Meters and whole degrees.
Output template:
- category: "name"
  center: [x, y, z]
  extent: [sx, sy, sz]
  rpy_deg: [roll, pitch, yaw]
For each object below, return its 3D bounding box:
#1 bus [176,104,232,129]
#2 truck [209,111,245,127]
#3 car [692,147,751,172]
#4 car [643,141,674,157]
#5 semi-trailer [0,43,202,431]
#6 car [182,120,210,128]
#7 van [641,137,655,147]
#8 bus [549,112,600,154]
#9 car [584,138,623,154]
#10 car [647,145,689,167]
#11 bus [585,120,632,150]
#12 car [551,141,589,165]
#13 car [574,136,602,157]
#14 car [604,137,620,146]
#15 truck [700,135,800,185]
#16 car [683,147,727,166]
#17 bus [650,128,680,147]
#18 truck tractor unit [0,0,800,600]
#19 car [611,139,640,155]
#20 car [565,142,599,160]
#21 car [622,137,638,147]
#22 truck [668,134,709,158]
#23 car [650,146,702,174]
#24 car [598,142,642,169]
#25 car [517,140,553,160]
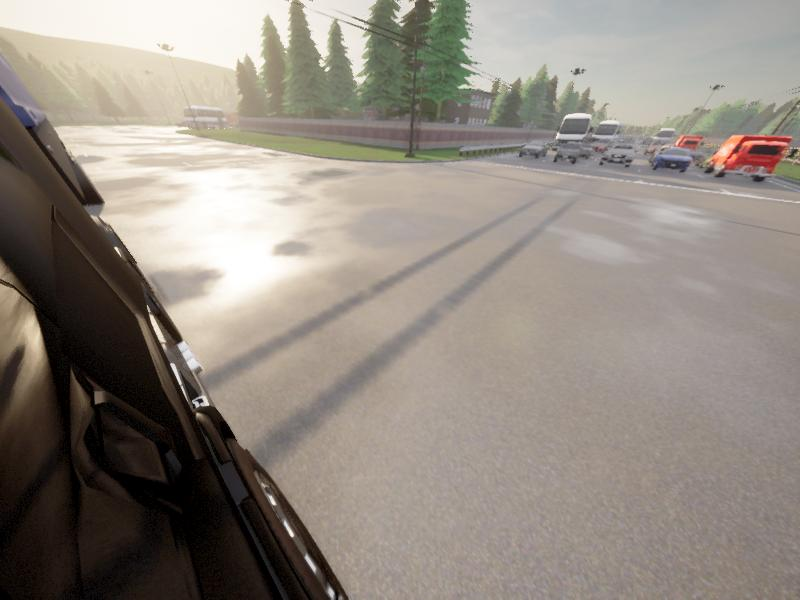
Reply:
- category: "bus"
  center: [-46.716, -44.031, 55.837]
  extent: [3.944, 4.253, 10.273]
  rpy_deg: [4, 37, 2]
- category: "truck"
  center: [-54.809, -57.550, 73.663]
  extent: [2.891, 3.827, 8.468]
  rpy_deg: [14, 39, 15]
- category: "car"
  center: [28.881, -12.810, 20.963]
  extent: [2.007, 1.525, 4.514]
  rpy_deg: [28, 44, 30]
- category: "car"
  center: [36.850, -21.729, 33.115]
  extent: [2.242, 1.667, 4.611]
  rpy_deg: [28, 44, 30]
- category: "semi-trailer"
  center: [-8.695, -3.602, 4.240]
  extent: [14.254, 4.402, 2.717]
  rpy_deg: [28, 44, 30]
- category: "car"
  center: [-50.310, -43.522, 57.219]
  extent: [1.801, 1.575, 5.366]
  rpy_deg: [7, 37, 6]
- category: "van"
  center: [64.030, -40.832, 59.710]
  extent: [1.775, 1.987, 4.442]
  rpy_deg: [28, 44, 30]
- category: "bus"
  center: [25.046, -24.044, 33.338]
  extent: [3.944, 4.253, 10.273]
  rpy_deg: [21, 41, 25]
- category: "car"
  center: [29.011, -21.984, 33.013]
  extent: [4.611, 1.667, 2.242]
  rpy_deg: [-19, 42, -26]
- category: "car"
  center: [26.366, -14.335, 22.885]
  extent: [1.970, 1.475, 3.806]
  rpy_deg: [28, 44, 30]
- category: "bus"
  center: [40.772, -32.182, 45.049]
  extent: [3.944, 4.253, 10.273]
  rpy_deg: [32, 46, 33]
- category: "car"
  center: [15.385, -13.293, 20.822]
  extent: [1.789, 1.549, 3.705]
  rpy_deg: [28, 44, 30]
- category: "car"
  center: [23.315, -19.178, 28.797]
  extent: [1.905, 1.878, 3.866]
  rpy_deg: [19, 41, 21]
- category: "car"
  center: [52.504, -39.240, 57.253]
  extent: [2.152, 1.651, 5.027]
  rpy_deg: [28, 44, 30]
- category: "truck"
  center: [24.306, -9.985, 16.170]
  extent: [2.627, 2.467, 5.204]
  rpy_deg: [28, 44, 30]
- category: "car"
  center: [33.352, -15.872, 25.404]
  extent: [1.994, 1.385, 4.181]
  rpy_deg: [28, 44, 30]
- category: "bus"
  center: [79.267, -48.937, 69.431]
  extent: [3.944, 4.253, 10.273]
  rpy_deg: [28, 44, 30]
- category: "truck tractor unit"
  center: [-2.645, -0.295, 0.352]
  extent: [6.516, 4.208, 3.053]
  rpy_deg: [28, 44, 30]
- category: "car"
  center: [33.316, -22.657, 34.149]
  extent: [2.242, 1.667, 4.611]
  rpy_deg: [30, 45, 32]
- category: "car"
  center: [19.986, -16.345, 25.282]
  extent: [1.994, 1.385, 4.181]
  rpy_deg: [29, 44, 30]
- category: "car"
  center: [54.835, -37.674, 55.086]
  extent: [1.905, 1.878, 3.866]
  rpy_deg: [28, 44, 30]
- category: "truck"
  center: [43.656, -23.524, 35.153]
  extent: [2.627, 2.467, 5.204]
  rpy_deg: [28, 46, 30]
- category: "car"
  center: [22.387, -11.579, 18.957]
  extent: [1.882, 1.535, 5.008]
  rpy_deg: [28, 44, 30]
- category: "car"
  center: [19.707, -13.039, 20.671]
  extent: [2.152, 1.651, 5.027]
  rpy_deg: [28, 44, 30]
- category: "car"
  center: [14.043, -15.610, 23.910]
  extent: [1.812, 1.442, 4.674]
  rpy_deg: [28, 44, 30]
